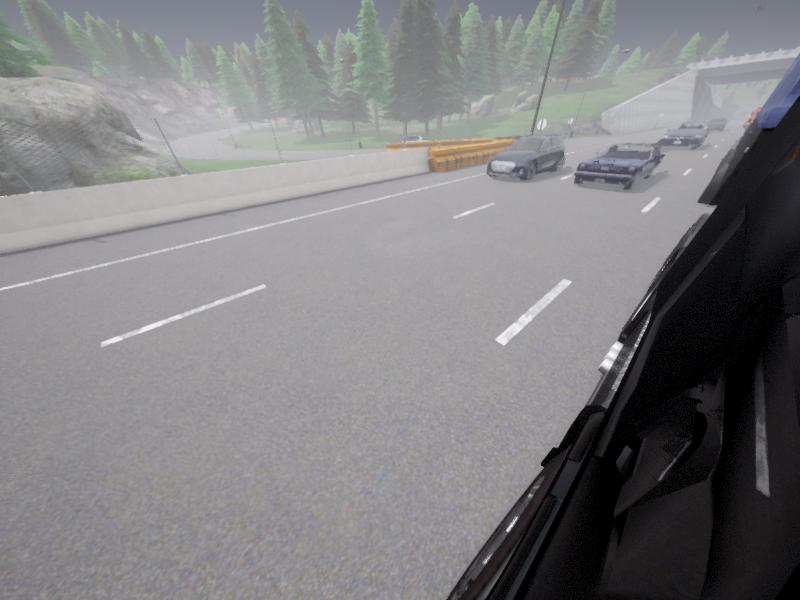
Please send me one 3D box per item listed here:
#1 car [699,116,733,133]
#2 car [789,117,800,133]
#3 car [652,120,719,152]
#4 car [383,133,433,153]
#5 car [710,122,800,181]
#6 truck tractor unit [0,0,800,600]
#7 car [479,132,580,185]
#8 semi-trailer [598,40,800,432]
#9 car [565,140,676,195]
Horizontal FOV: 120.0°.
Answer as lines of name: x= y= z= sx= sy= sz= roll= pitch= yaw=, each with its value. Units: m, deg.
car: x=40.502 y=-22.494 z=29.616 sx=4.892 sy=1.490 sz=1.837 roll=-28 pitch=44 yaw=-30
car: x=43.903 y=-18.774 z=24.555 sx=4.181 sy=1.385 sz=1.994 roll=-28 pitch=44 yaw=-30
car: x=21.113 y=-12.157 z=17.061 sx=5.027 sy=1.651 sz=2.152 roll=-28 pitch=44 yaw=-30
car: x=0.880 y=-16.673 z=24.480 sx=4.974 sy=1.542 sz=2.038 roll=1 pitch=37 yaw=5
car: x=15.742 y=-6.537 z=9.956 sx=4.856 sy=1.649 sz=2.033 roll=-28 pitch=43 yaw=-30
truck tractor unit: x=2.645 y=-0.295 z=0.351 sx=6.516 sy=4.208 sz=3.053 roll=-28 pitch=44 yaw=-30
car: x=6.259 y=-6.946 z=11.117 sx=4.856 sy=1.649 sz=2.033 roll=-28 pitch=44 yaw=-30
semi-trailer: x=8.694 y=-3.619 z=4.215 sx=14.254 sy=4.402 sz=2.717 roll=-28 pitch=44 yaw=-30
car: x=8.898 y=-5.479 z=9.269 sx=4.718 sy=1.301 sz=1.895 roll=-28 pitch=44 yaw=-30
